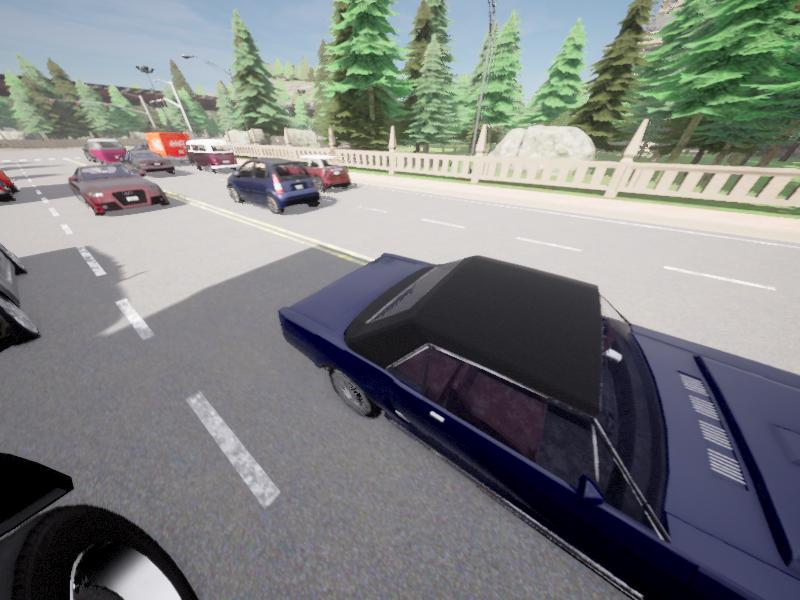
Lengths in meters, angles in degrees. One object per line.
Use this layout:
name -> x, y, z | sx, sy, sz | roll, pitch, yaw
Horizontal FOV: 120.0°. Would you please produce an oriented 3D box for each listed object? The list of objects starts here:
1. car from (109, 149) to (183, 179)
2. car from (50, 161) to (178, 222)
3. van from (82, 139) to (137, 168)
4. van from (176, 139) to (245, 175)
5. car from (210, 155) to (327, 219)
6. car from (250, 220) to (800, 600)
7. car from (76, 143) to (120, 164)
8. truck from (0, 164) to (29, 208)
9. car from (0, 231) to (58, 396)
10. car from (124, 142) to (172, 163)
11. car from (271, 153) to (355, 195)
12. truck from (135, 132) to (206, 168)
car -> -17.858, -9.646, 16.229 | 5.357, 1.411, 2.033 | 22, 41, 28
car -> -10.696, -4.247, 8.654 | 4.181, 1.385, 1.994 | 22, 41, 28
van -> -26.140, -13.267, 20.781 | 4.442, 1.987, 1.775 | 22, 41, 28
van -> -14.291, -10.915, 17.501 | 4.480, 2.038, 2.069 | 22, 41, 28
car -> -4.987, -4.479, 8.825 | 3.988, 1.617, 1.851 | 22, 41, 28
car -> 1.174, 0.627, 1.905 | 4.718, 1.301, 1.895 | 22, 41, 28
car -> -30.859, -15.016, 23.597 | 3.705, 1.549, 1.789 | 22, 41, 28
truck -> -17.602, -5.052, 8.787 | 5.204, 2.467, 2.627 | 22, 41, 28
car -> -6.681, -0.258, 2.794 | 5.238, 1.638, 1.930 | 22, 41, 28
car -> -27.256, -16.038, 25.014 | 4.856, 1.649, 2.033 | 22, 41, 28
car -> -4.510, -6.696, 12.086 | 3.806, 1.475, 1.970 | 22, 41, 28
truck -> -21.110, -13.877, 21.271 | 5.204, 2.467, 2.627 | 22, 41, 28
